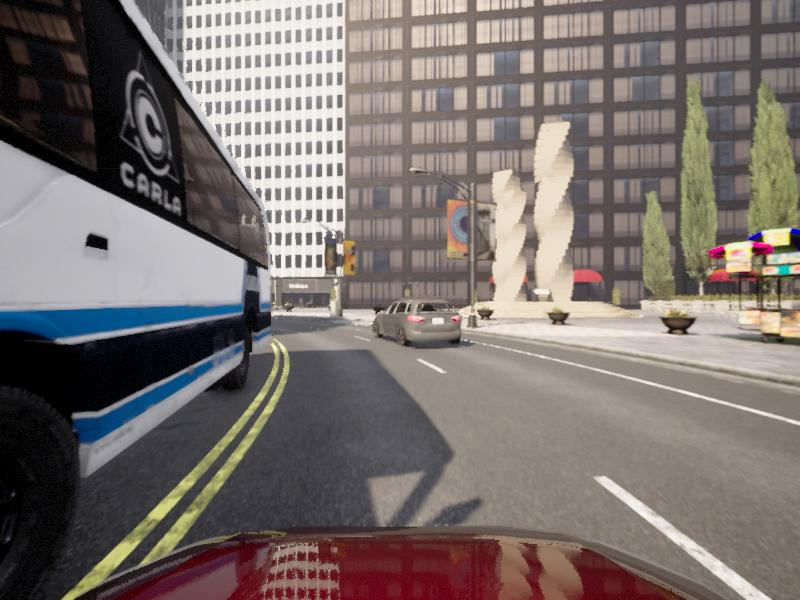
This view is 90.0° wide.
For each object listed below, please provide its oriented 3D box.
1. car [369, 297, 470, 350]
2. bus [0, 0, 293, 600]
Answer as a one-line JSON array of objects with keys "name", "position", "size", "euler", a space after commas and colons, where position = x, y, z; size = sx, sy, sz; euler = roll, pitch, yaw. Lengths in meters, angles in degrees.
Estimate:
[{"name": "car", "position": [0.511, 0.755, 15.338], "size": [2.242, 1.667, 4.611], "euler": [0, 0, -20]}, {"name": "bus", "position": [-3.730, -0.532, 4.779], "size": [3.944, 4.253, 10.273], "euler": [0, 0, -10]}]
